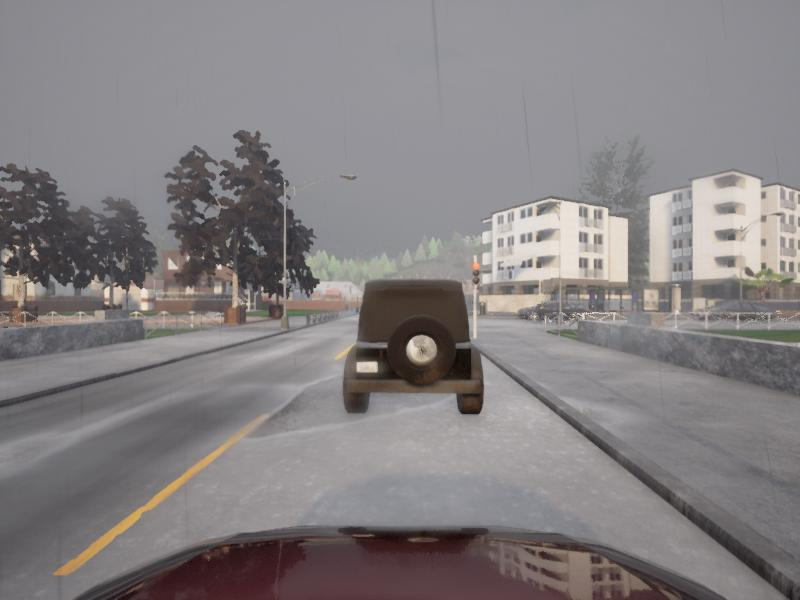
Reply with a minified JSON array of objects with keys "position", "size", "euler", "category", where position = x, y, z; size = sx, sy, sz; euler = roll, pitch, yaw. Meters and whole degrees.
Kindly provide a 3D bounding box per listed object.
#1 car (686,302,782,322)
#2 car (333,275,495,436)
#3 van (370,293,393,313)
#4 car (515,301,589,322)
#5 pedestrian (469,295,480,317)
[{"position":[24.717,0.893,29.781],"size":[5.357,1.411,2.033],"euler":[0,0,2],"category":"car"},{"position":[0.220,0.646,6.640],"size":[1.905,1.878,3.866],"euler":[0,0,2],"category":"car"},{"position":[-2.300,0.376,51.361],"size":[2.351,2.431,6.366],"euler":[0,0,2],"category":"van"},{"position":[11.387,0.843,30.208],"size":[4.892,1.490,1.837],"euler":[0,0,2],"category":"car"},{"position":[6.499,0.523,34.945],"size":[0.751,1.860,0.751],"euler":[0,0,-7],"category":"pedestrian"}]
